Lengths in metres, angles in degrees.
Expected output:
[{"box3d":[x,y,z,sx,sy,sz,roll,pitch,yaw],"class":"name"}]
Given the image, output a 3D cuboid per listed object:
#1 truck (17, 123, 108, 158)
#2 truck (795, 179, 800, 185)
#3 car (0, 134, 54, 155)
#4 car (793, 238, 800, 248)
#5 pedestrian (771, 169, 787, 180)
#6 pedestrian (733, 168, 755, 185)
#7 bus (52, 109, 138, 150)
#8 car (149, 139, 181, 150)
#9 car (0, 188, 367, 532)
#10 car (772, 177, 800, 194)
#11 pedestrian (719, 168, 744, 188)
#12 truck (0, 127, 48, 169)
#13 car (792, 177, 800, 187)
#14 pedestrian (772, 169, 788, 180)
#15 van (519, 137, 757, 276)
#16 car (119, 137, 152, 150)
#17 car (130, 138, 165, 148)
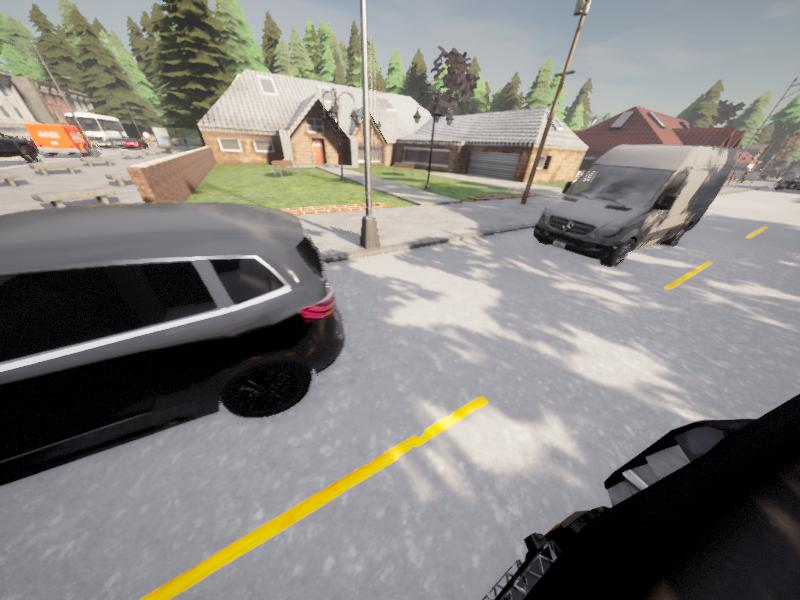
[{"box3d":[-31.909,-15.311,22.274,2.627,2.467,5.204,-15,37,-25],"class":"truck"},{"box3d":[71.349,-21.397,38.760,8.468,3.827,2.891,-15,37,-25],"class":"truck"},{"box3d":[-36.375,-14.963,22.235,1.845,1.501,3.633,-16,38,-26],"class":"car"},{"box3d":[16.012,-2.513,7.738,4.902,1.511,2.128,-16,38,-26],"class":"car"},{"box3d":[76.434,-25.255,46.561,0.751,1.860,0.751,-16,38,-26],"class":"pedestrian"},{"box3d":[45.071,-16.196,30.276,0.751,1.860,0.751,-19,39,-29],"class":"pedestrian"},{"box3d":[-45.890,-25.911,35.537,3.944,4.253,10.273,-16,38,-26],"class":"bus"},{"box3d":[-49.699,-33.027,49.026,2.152,1.651,5.027,-2,34,-8],"class":"car"},{"box3d":[-2.887,0.194,1.944,4.611,1.667,2.242,-14,37,-25],"class":"car"},{"box3d":[44.263,-12.858,25.842,4.181,1.385,1.994,-15,38,-25],"class":"car"},{"box3d":[36.775,-13.595,25.659,0.751,1.860,0.751,-19,40,-30],"class":"pedestrian"},{"box3d":[-26.196,-9.427,14.183,2.390,2.098,6.274,-15,38,-25],"class":"truck"},{"box3d":[59.239,-17.068,33.344,3.806,1.475,1.970,-15,38,-25],"class":"car"},{"box3d":[77.578,-25.574,47.138,0.751,1.860,0.751,-15,37,-25],"class":"pedestrian"},{"box3d":[6.531,-2.790,6.441,5.915,2.561,1.988,-15,38,-25],"class":"van"},{"box3d":[-41.586,-24.644,36.447,2.007,1.525,4.514,-15,38,-25],"class":"car"},{"box3d":[-53.774,-33.605,49.380,1.801,1.575,5.366,1,33,-3],"class":"car"}]
